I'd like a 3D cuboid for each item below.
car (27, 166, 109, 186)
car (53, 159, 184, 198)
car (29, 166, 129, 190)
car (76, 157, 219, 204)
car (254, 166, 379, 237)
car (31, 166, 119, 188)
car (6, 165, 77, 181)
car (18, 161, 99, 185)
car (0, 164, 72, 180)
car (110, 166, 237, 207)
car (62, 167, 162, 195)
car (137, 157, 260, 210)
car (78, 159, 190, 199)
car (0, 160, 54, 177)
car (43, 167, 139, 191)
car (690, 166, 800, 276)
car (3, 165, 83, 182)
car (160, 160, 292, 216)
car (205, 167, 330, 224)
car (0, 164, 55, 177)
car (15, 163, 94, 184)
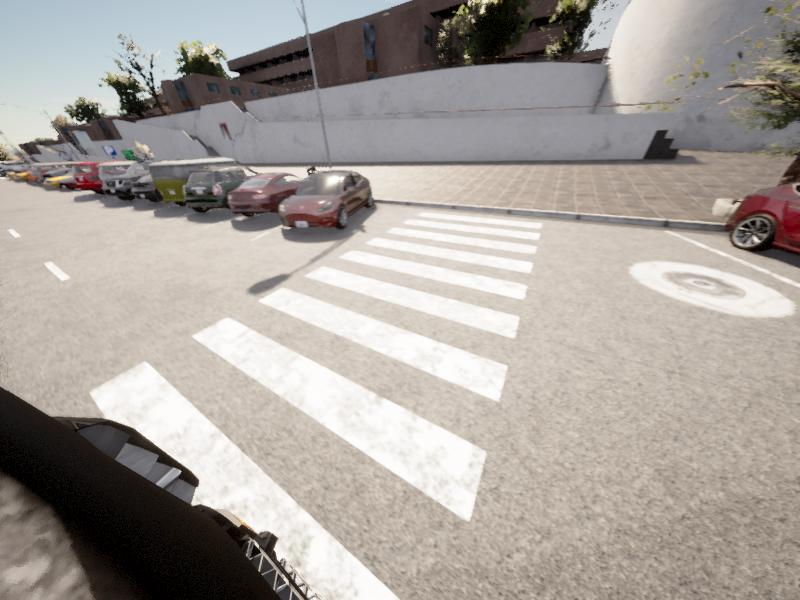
[{"bbox_3d":[-36.043,-13.625,25.360,2.002,1.452,4.674,4,34,9],"label":"car"},{"bbox_3d":[-20.555,-9.339,17.479,2.435,2.045,5.566,4,34,10],"label":"car"},{"bbox_3d":[-30.901,-12.030,22.613,1.946,1.575,5.366,4,34,9],"label":"car"},{"bbox_3d":[-15.394,-7.816,14.831,2.435,2.045,5.566,4,34,9],"label":"car"},{"bbox_3d":[-2.469,-3.854,8.481,2.163,1.488,4.792,4,34,9],"label":"car"},{"bbox_3d":[-33.456,-12.883,24.099,2.163,1.488,4.792,4,34,9],"label":"car"},{"bbox_3d":[-48.949,-17.538,31.771,2.163,1.488,4.792,4,34,9],"label":"car"},{"bbox_3d":[-38.639,-14.552,26.400,1.878,1.987,4.442,5,34,9],"label":"car"},{"bbox_3d":[-51.563,-18.228,32.851,1.946,1.575,5.366,5,34,9],"label":"car"},{"bbox_3d":[-12.809,-6.874,13.690,2.231,1.521,4.892,4,34,10],"label":"car"},{"bbox_3d":[-23.130,-9.828,18.909,2.002,1.452,4.674,4,34,10],"label":"car"},{"bbox_3d":[-10.217,-6.386,12.367,1.878,1.987,4.442,4,34,10],"label":"car"},{"bbox_3d":[-17.989,-8.491,16.072,1.878,1.987,4.442,4,34,9],"label":"car"},{"bbox_3d":[-64.441,-22.425,39.282,2.435,2.045,5.566,4,34,9],"label":"car"},{"bbox_3d":[-28.295,-11.329,21.469,2.163,1.488,4.792,4,34,9],"label":"car"},{"bbox_3d":[7.915,-0.856,3.252,2.163,1.488,4.792,4,34,9],"label":"car"},{"bbox_3d":[-46.400,-16.665,30.301,1.946,1.575,5.366,5,34,9],"label":"car"},{"bbox_3d":[-7.658,-5.477,11.002,2.185,1.767,4.553,4,34,10],"label":"car"},{"bbox_3d":[-5.068,-4.609,9.816,2.002,1.452,4.674,4,34,10],"label":"car"},{"bbox_3d":[-61.845,-21.431,38.121,2.231,1.521,4.892,5,34,9],"label":"car"},{"bbox_3d":[-41.216,-15.294,27.809,2.185,1.767,4.553,4,34,9],"label":"car"}]
